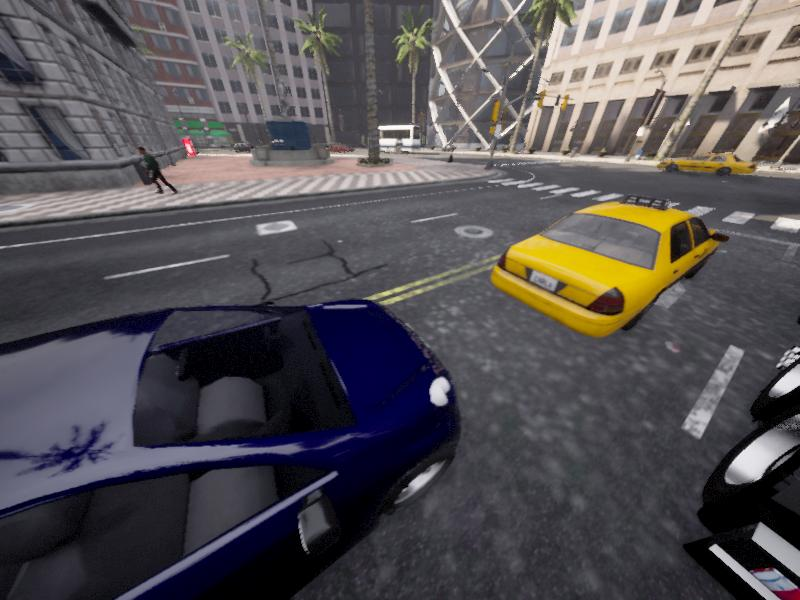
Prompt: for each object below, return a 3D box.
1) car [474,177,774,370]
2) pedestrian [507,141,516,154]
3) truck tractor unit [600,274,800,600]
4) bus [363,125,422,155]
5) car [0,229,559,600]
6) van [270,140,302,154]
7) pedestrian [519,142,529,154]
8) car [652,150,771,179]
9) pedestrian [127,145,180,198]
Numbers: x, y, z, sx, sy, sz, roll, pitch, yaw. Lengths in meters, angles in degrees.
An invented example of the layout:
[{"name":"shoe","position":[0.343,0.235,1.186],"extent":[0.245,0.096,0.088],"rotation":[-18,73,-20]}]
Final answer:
[{"name":"car","position":[4.062,-1.032,4.130],"extent":[5.366,1.575,1.801],"rotation":[-19,39,-26]},{"name":"pedestrian","position":[20.377,-27.941,42.334],"extent":[0.751,1.860,0.751],"rotation":[-25,42,-32]},{"name":"truck tractor unit","position":[5.130,-0.280,0.761],"extent":[6.516,4.208,3.053],"rotation":[-17,39,-23]},{"name":"bus","position":[-1.459,-30.111,43.480],"extent":[10.273,4.253,3.944],"rotation":[18,38,23]},{"name":"car","position":[-1.262,0.860,1.413],"extent":[3.633,1.501,1.845],"rotation":[-19,39,-26]},{"name":"van","position":[-20.461,-27.602,41.659],"extent":[4.480,2.038,2.069],"rotation":[-1,34,-2]},{"name":"pedestrian","position":[21.854,-26.805,40.716],"extent":[0.751,1.860,0.751],"rotation":[-22,41,-29]},{"name":"car","position":[24.551,-10.980,18.578],"extent":[1.801,1.575,5.366],"rotation":[-19,39,-26]},{"name":"pedestrian","position":[-10.349,-5.444,9.789],"extent":[0.751,1.860,0.751],"rotation":[-21,40,-28]}]
